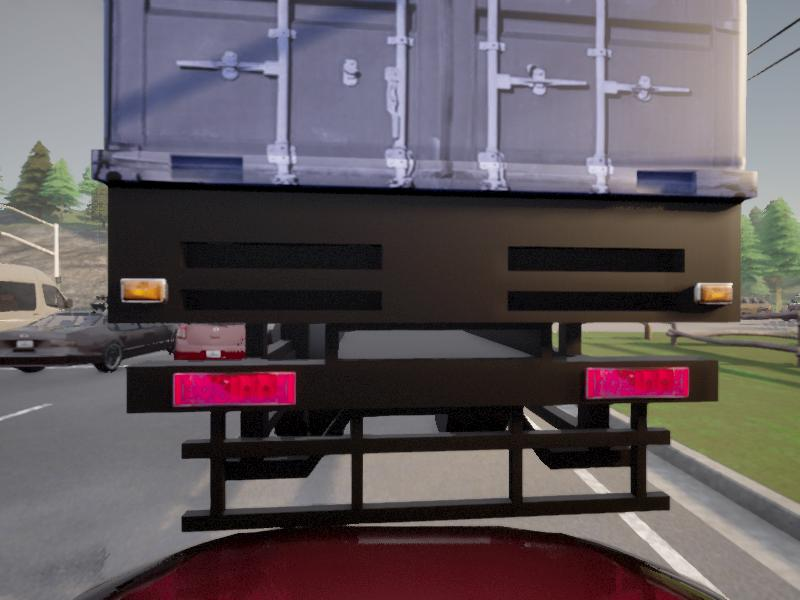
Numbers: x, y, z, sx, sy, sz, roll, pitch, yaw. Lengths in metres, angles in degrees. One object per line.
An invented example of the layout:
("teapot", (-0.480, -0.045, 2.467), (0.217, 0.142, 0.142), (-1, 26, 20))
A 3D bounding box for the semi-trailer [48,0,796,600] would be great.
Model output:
("semi-trailer", (-0.422, -0.627, 8.545), (2.717, 4.402, 14.254), (0, 0, -5))

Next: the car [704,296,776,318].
("car", (29.380, 0.601, 34.710), (4.605, 1.855, 1.932), (0, 0, 0))

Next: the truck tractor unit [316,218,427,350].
("truck tractor unit", (-1.522, -0.532, 16.346), (3.053, 4.208, 6.516), (0, 0, -18))

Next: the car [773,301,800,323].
("car", (28.811, 0.809, 27.712), (4.193, 1.474, 1.816), (0, 0, 0))

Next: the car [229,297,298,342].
("car", (-6.100, 0.743, 17.524), (2.242, 1.667, 4.611), (0, 0, -27))

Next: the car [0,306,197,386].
("car", (-7.356, 0.889, 10.156), (2.033, 1.411, 5.357), (0, 0, -4))

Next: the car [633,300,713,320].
("car", (21.220, 0.780, 31.254), (5.008, 1.535, 1.882), (0, 0, 0))

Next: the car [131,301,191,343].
("car", (-10.053, 0.817, 16.724), (1.845, 1.501, 3.633), (0, 0, -36))

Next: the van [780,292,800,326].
("van", (26.249, 0.530, 24.230), (4.480, 2.038, 2.069), (0, 0, 0))

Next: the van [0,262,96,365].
("van", (-11.022, 0.320, 10.648), (1.988, 2.561, 5.915), (1, 0, -7))

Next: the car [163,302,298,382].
("car", (-3.744, 0.819, 9.575), (1.845, 1.501, 3.633), (0, 0, -3))

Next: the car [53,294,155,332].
("car", (-15.364, 0.638, 20.994), (3.866, 1.878, 1.905), (0, 0, -12))
